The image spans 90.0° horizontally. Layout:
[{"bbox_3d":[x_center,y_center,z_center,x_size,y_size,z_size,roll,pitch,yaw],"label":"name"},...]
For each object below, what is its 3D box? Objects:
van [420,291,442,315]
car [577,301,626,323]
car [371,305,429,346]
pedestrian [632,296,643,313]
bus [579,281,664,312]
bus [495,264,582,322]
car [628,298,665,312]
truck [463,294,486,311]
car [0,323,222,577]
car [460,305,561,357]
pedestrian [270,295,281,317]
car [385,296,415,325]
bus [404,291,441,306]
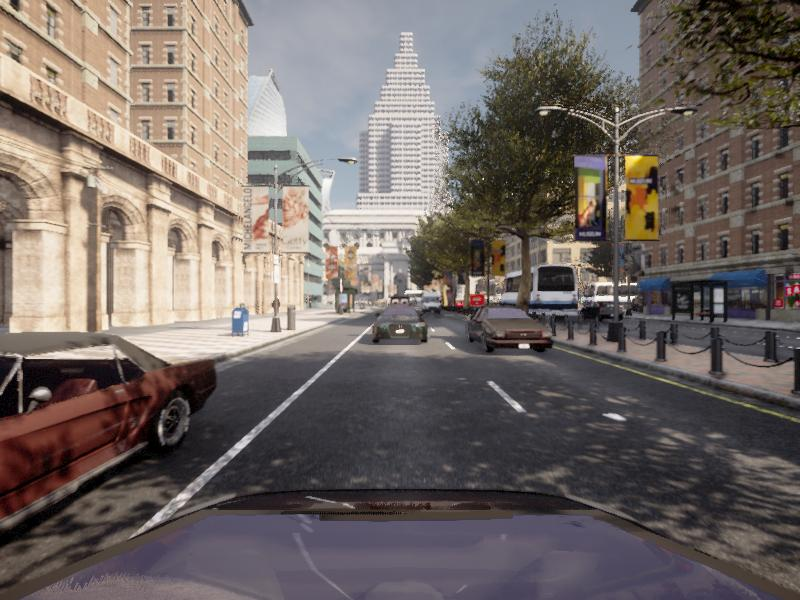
[{"bbox_3d":[3.503,0.359,46.027,1.988,2.561,5.915,0,0,0],"label":"van"},{"bbox_3d":[15.005,0.850,30.034,1.845,1.501,3.633,0,0,0],"label":"car"},{"bbox_3d":[0.002,0.921,15.946,1.994,1.385,4.181,0,0,0],"label":"car"},{"bbox_3d":[26.655,0.522,44.961,0.751,1.860,0.751,0,0,-12],"label":"pedestrian"},{"bbox_3d":[32.292,-0.486,58.583,10.273,4.253,3.944,0,0,-1],"label":"bus"},{"bbox_3d":[11.383,-0.506,34.426,3.944,4.253,10.273,0,0,0],"label":"bus"},{"bbox_3d":[33.940,0.691,55.184,3.866,1.878,1.905,0,0,-2],"label":"car"},{"bbox_3d":[11.501,0.394,62.290,2.627,2.467,5.204,0,-1,0],"label":"truck"},{"bbox_3d":[-3.249,0.942,2.827,1.895,1.301,4.718,0,0,0],"label":"car"},{"bbox_3d":[3.500,0.907,13.918,2.033,1.411,5.357,0,0,0],"label":"car"},{"bbox_3d":[-10.458,0.512,33.547,0.751,1.860,0.751,0,0,-4],"label":"pedestrian"},{"bbox_3d":[0.004,0.670,27.366,1.905,1.878,3.866,0,0,0],"label":"car"},{"bbox_3d":[6.409,-0.447,114.049,10.273,4.253,3.944,0,0,0],"label":"bus"}]
